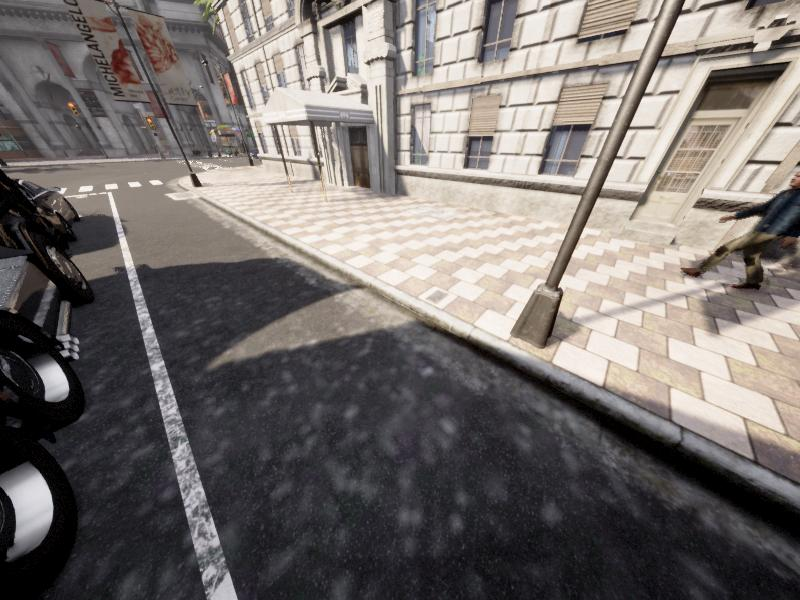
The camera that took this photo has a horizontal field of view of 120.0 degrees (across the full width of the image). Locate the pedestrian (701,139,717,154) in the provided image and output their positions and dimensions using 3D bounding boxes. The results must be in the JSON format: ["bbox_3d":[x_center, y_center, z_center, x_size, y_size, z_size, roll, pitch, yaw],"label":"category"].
[{"bbox_3d":[48.198,-23.962,36.070,0.751,1.860,0.751,29,44,35],"label":"pedestrian"}]

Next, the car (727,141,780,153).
[{"bbox_3d":[62.510,-27.200,40.978,2.097,1.767,4.553,-17,38,-23],"label":"car"}]

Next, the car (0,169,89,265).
[{"bbox_3d":[-10.634,-2.441,6.256,4.902,1.511,2.128,28,44,34],"label":"car"}]

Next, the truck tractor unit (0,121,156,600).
[{"bbox_3d":[-4.848,-0.504,1.069,6.516,4.208,3.053,28,44,34],"label":"truck tractor unit"}]

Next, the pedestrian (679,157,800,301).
[{"bbox_3d":[5.508,-1.051,3.525,0.751,1.860,0.751,22,41,29],"label":"pedestrian"}]
